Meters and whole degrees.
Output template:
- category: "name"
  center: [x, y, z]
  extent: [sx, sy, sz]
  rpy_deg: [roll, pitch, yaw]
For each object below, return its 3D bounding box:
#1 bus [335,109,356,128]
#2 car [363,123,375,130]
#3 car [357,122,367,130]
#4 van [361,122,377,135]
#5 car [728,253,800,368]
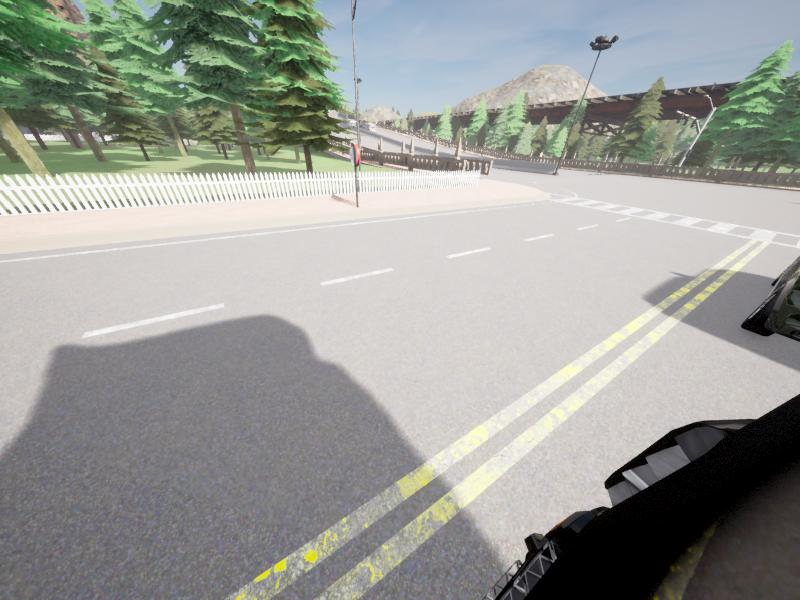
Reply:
- category: "bus"
  center: [-19.489, -64.758, 82.217]
  extent: [3.944, 4.253, 10.273]
  rpy_deg: [-17, 46, -27]
- category: "car"
  center: [-11.243, -62.860, 83.525]
  extent: [2.163, 1.488, 4.792]
  rpy_deg: [-17, 46, -27]
- category: "car"
  center: [-13.169, -60.744, 80.648]
  extent: [1.816, 1.474, 4.193]
  rpy_deg: [-17, 46, -27]
- category: "van"
  center: [-9.593, -52.736, 70.883]
  extent: [2.351, 2.431, 6.366]
  rpy_deg: [-17, 46, -27]
- category: "car"
  center: [7.414, -0.202, 3.200]
  extent: [4.553, 1.767, 2.097]
  rpy_deg: [-16, 38, -26]
